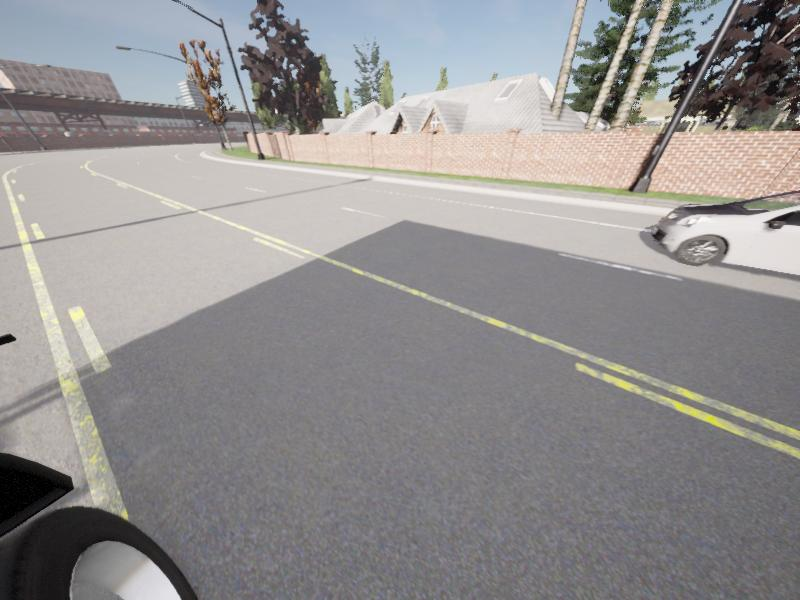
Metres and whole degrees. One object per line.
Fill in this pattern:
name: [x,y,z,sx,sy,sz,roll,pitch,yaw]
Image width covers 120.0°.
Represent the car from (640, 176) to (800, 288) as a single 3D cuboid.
car: [7.673,-1.349,4.554,3.633,1.501,1.845,22,41,28]
